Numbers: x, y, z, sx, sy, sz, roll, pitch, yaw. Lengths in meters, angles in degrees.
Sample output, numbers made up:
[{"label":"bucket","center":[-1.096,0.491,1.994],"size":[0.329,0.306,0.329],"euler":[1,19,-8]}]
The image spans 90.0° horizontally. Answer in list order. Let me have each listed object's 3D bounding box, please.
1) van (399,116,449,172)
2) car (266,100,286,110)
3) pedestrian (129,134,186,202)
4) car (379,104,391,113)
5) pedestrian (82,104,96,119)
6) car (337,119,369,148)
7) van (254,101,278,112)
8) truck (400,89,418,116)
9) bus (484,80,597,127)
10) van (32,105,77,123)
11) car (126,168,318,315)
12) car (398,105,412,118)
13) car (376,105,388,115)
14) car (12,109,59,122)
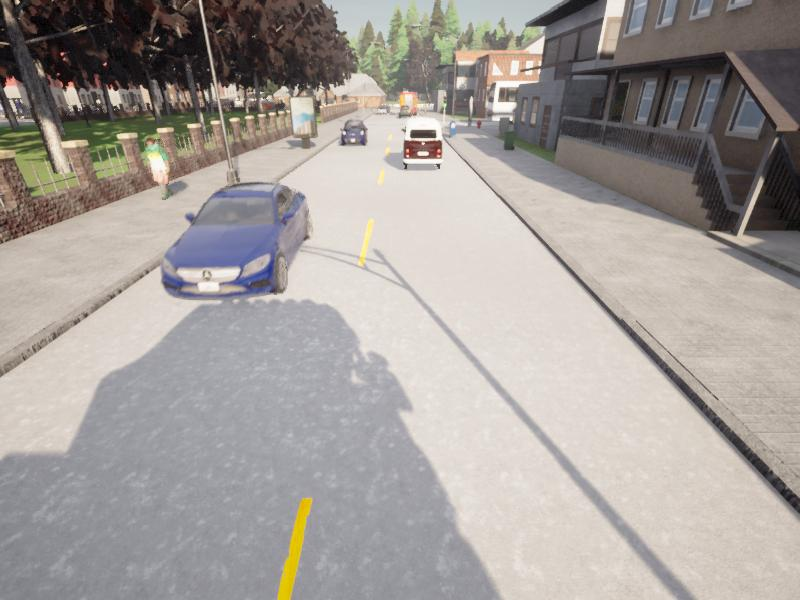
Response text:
[{"label":"van","center":[1.060,-7.590,19.177],"size":[2.069,2.038,4.480],"euler":[1,28,1]},{"label":"car","center":[-28.235,-44.375,91.106],"size":[3.866,1.878,1.905],"euler":[0,27,0]},{"label":"pedestrian","center":[-7.361,-4.038,12.216],"size":[0.751,1.860,0.751],"euler":[6,28,13]},{"label":"car","center":[-2.813,-35.987,75.211],"size":[2.033,1.411,5.357],"euler":[0,27,0]},{"label":"pedestrian","center":[-43.315,-26.256,55.691],"size":[0.751,1.860,0.751],"euler":[3,27,7]},{"label":"car","center":[-3.065,-11.216,26.816],"size":[1.845,1.501,3.633],"euler":[-1,27,-2]},{"label":"van","center":[-29.388,-42.513,87.886],"size":[4.442,1.987,1.775],"euler":[0,27,0]},{"label":"truck","center":[1.375,-33.137,66.970],"size":[2.891,3.827,8.468],"euler":[0,27,0]},{"label":"bus","center":[14.705,-21.123,43.029],"size":[10.273,4.253,3.944],"euler":[0,27,0]},{"label":"van","center":[-47.979,-25.984,55.758],"size":[2.069,2.038,4.480],"euler":[0,27,0]},{"label":"car","center":[-2.957,-1.485,7.956],"size":[1.812,1.442,4.674],"euler":[-1,27,-2]},{"label":"car","center":[0.795,-27.580,58.582],"size":[1.851,1.617,3.988],"euler":[1,27,2]},{"label":"car","center":[-3.004,-31.531,66.384],"size":[1.845,1.501,3.633],"euler":[-1,27,-2]},{"label":"car","center":[-51.975,-26.363,57.166],"size":[2.128,1.511,4.902],"euler":[0,27,0]}]
